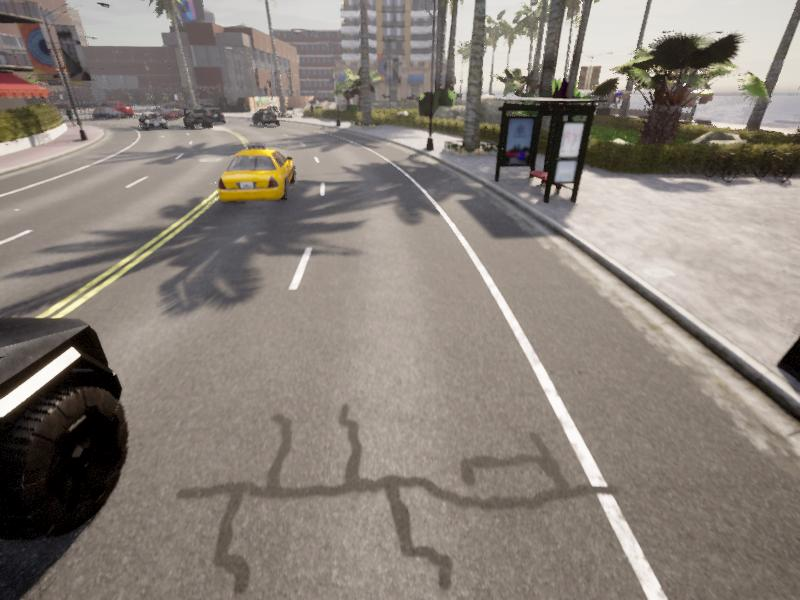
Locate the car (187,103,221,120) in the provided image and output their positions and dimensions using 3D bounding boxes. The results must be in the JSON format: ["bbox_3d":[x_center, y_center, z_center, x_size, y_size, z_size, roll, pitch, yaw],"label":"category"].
[{"bbox_3d":[-25.545,-24.575,52.134,3.866,1.878,1.905,19,33,31],"label":"car"}]

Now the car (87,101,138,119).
[{"bbox_3d":[-39.536,-26.197,55.056,5.566,2.045,2.150,7,28,14],"label":"car"}]

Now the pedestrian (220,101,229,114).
[{"bbox_3d":[-27.076,-29.711,61.745,0.751,1.860,0.751,14,30,25],"label":"pedestrian"}]

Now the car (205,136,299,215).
[{"bbox_3d":[-4.613,-4.364,13.337,1.801,1.575,5.366,-4,28,-7],"label":"car"}]

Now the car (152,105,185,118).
[{"bbox_3d":[-32.448,-26.439,56.070,3.705,1.549,1.789,11,29,20],"label":"car"}]

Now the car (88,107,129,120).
[{"bbox_3d":[-37.261,-23.840,51.198,4.181,1.385,1.994,11,29,20],"label":"car"}]

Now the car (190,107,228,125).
[{"bbox_3d":[-21.550,-20.819,45.100,2.242,1.667,4.611,-23,35,-37],"label":"car"}]

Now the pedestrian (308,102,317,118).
[{"bbox_3d":[-11.389,-24.615,51.924,0.751,1.860,0.751,-19,33,-32],"label":"pedestrian"}]

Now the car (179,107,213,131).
[{"bbox_3d":[-19.220,-17.128,37.710,1.905,1.878,3.866,-17,32,-30],"label":"car"}]

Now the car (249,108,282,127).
[{"bbox_3d":[-14.217,-19.237,42.134,1.851,1.617,3.988,-18,33,-32],"label":"car"}]

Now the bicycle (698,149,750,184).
[{"bbox_3d":[12.098,-5.043,15.031,0.373,1.024,1.643,0,27,-1],"label":"bicycle"}]

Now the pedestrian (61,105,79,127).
[{"bbox_3d":[-31.540,-17.609,38.232,0.751,1.860,0.751,-24,36,-39],"label":"pedestrian"}]

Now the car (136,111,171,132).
[{"bbox_3d":[-22.848,-16.533,36.988,1.970,1.475,3.806,-19,33,-32],"label":"car"}]

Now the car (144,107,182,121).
[{"bbox_3d":[-30.511,-23.978,51.522,4.181,1.385,1.994,15,31,26],"label":"car"}]

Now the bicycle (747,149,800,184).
[{"bbox_3d":[14.110,-5.050,15.055,0.373,1.024,1.643,0,27,-1],"label":"bicycle"}]

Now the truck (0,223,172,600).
[{"bbox_3d":[-3.541,1.756,0.896,2.390,2.098,6.274,0,27,-1],"label":"truck"}]
